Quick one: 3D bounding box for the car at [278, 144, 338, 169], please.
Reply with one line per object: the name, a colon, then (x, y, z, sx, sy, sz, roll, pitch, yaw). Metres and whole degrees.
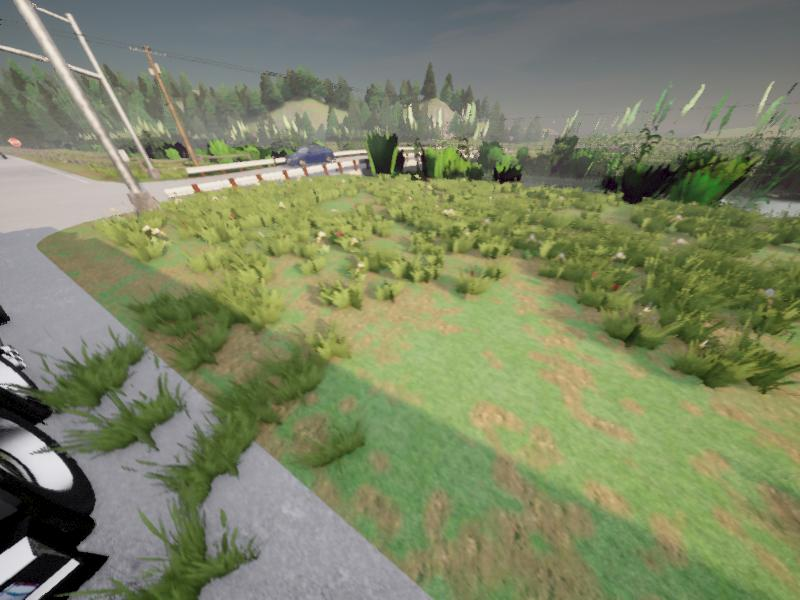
car: (-8.056, -12.926, 20.695, 1.812, 1.442, 4.674, 22, 43, 29)

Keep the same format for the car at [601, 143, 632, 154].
car: (38.759, -27.239, 41.504, 3.806, 1.475, 1.970, 22, 41, 29)

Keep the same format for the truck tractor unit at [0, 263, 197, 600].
truck tractor unit: (-5.113, -0.299, 0.782, 6.516, 4.208, 3.053, 18, 39, 24)
